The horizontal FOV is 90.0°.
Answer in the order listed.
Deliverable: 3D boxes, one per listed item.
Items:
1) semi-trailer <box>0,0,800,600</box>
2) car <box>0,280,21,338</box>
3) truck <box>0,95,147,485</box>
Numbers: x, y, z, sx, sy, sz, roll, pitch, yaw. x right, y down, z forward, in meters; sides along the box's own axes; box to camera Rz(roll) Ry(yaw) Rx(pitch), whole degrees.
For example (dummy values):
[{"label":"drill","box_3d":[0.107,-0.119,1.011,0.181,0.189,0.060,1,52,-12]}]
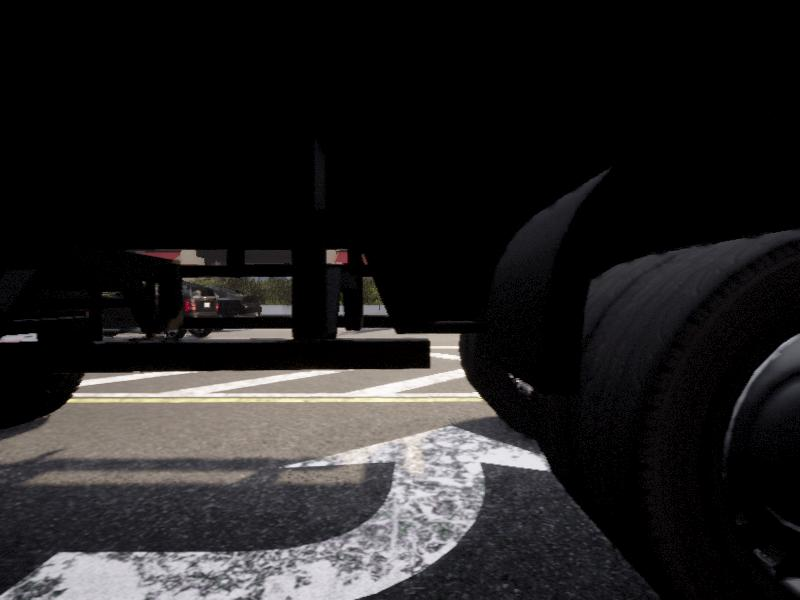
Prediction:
[{"label":"semi-trailer","box_3d":[4.939,-1.222,2.265,14.254,4.402,2.717,0,0,-1]},{"label":"car","box_3d":[-12.864,0.242,10.194,4.514,1.525,2.007,0,0,0]},{"label":"truck","box_3d":[-5.290,-0.051,2.200,6.274,2.098,2.390,0,0,0]}]
